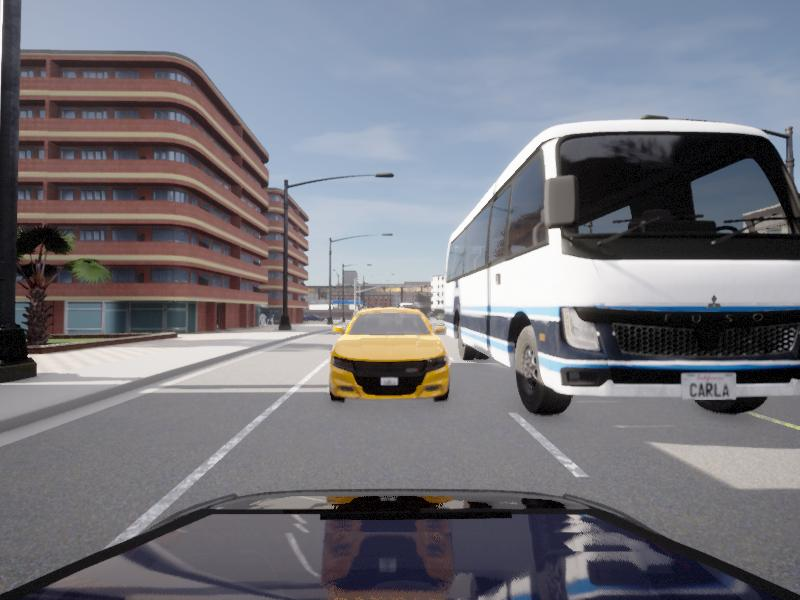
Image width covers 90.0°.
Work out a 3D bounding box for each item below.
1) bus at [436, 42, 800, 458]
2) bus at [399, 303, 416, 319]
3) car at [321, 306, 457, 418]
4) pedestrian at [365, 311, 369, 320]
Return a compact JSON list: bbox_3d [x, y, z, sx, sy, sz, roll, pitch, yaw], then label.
[{"bbox_3d":[3.395,-0.452,9.261,3.944,4.253,10.273,0,-1,-1],"label":"bus"},{"bbox_3d":[1.898,2.951,107.588,3.944,4.253,10.273,0,-2,-1],"label":"bus"},{"bbox_3d":[-0.199,0.884,8.030,1.882,1.535,5.008,0,-1,-1],"label":"car"},{"bbox_3d":[-7.580,3.566,91.998,0.751,1.860,0.751,0,-2,-2],"label":"pedestrian"}]
